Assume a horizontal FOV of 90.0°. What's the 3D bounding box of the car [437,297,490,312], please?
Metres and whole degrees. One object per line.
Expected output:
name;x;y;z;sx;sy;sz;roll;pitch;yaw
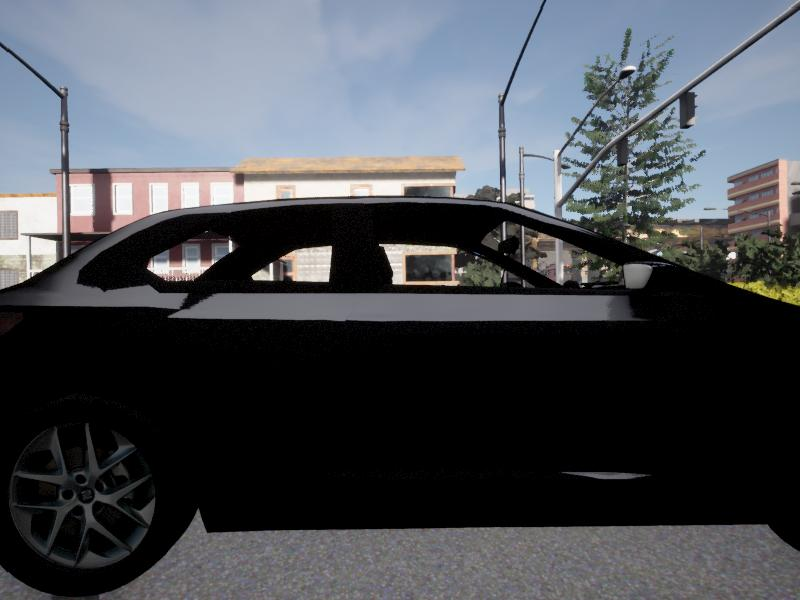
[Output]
car;6.003;0.441;38.012;4.718;1.301;1.895;-1;0;44

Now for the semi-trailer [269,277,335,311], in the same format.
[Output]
semi-trailer;-14.600;-0.769;57.976;2.717;4.402;14.254;-1;0;-42

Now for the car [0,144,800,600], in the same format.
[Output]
car;0.342;0.254;2.184;4.193;1.474;1.816;0;0;-1
